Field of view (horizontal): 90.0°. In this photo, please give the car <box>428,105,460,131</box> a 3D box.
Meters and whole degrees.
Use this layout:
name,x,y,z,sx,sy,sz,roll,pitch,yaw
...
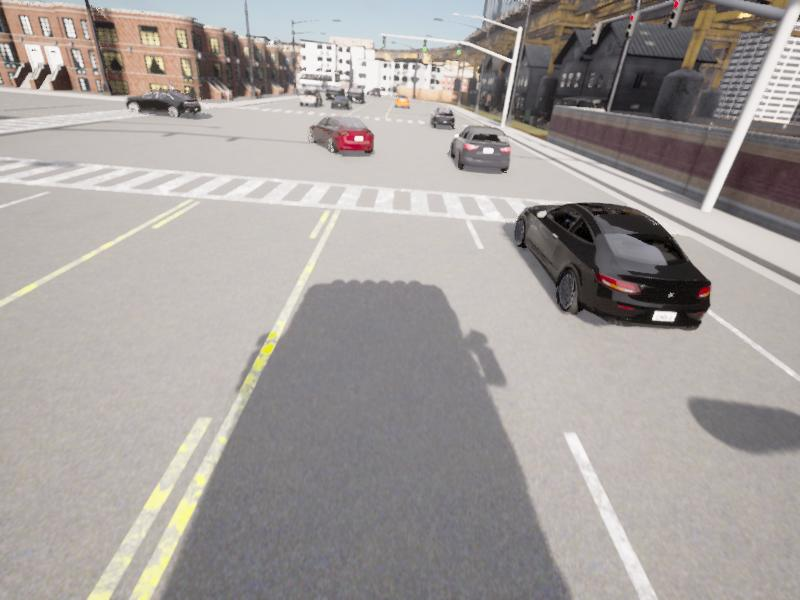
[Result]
name,x,y,z,sx,sy,sz,roll,pitch,yaw
car,3.722,-15.949,34.928,2.128,1.511,4.902,4,28,-2

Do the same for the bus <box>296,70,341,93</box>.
name,x,y,z,sx,sy,sz,roll,pitch,yaw
bus,-19.921,-53.684,98.356,10.273,4.253,3.944,14,29,16

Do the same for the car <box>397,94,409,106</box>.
name,x,y,z,sx,sy,sz,roll,pitch,yaw
car,0.452,-34.336,68.515,1.882,1.535,5.008,4,28,-2

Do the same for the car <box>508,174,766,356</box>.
name,x,y,z,sx,sy,sz,roll,pitch,yaw
car,3.544,-1.023,7.267,1.812,1.442,4.674,4,28,-2

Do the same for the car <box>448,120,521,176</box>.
name,x,y,z,sx,sy,sz,roll,pitch,yaw
car,3.624,-7.068,18.258,2.242,1.667,4.611,4,28,-2

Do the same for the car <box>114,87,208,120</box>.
name,x,y,z,sx,sy,sz,roll,pitch,yaw
car,-15.759,-13.087,26.565,4.902,1.511,2.128,9,29,8

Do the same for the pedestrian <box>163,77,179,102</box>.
name,x,y,z,sx,sy,sz,roll,pitch,yaw
pedestrian,-20.247,-18.621,35.390,0.751,1.860,0.751,-1,29,-12

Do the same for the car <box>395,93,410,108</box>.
name,x,y,z,sx,sy,sz,roll,pitch,yaw
car,0.404,-29.999,60.186,2.097,1.767,4.553,4,28,-2

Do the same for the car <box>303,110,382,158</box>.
name,x,y,z,sx,sy,sz,roll,pitch,yaw
car,-2.925,-8.108,19.365,2.163,1.488,4.792,-11,32,-27

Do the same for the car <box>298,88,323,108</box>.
name,x,y,z,sx,sy,sz,roll,pitch,yaw
car,-10.150,-23.186,45.799,1.932,1.855,4.605,4,28,-2

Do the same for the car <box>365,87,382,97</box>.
name,x,y,z,sx,sy,sz,roll,pitch,yaw
car,-6.321,-49.435,95.125,1.905,1.878,3.866,-22,38,-40

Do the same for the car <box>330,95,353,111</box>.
name,x,y,z,sx,sy,sz,roll,pitch,yaw
car,-6.679,-22.630,45.849,1.994,1.385,4.181,4,28,-2

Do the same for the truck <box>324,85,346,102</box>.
name,x,y,z,sx,sy,sz,roll,pitch,yaw
truck,-10.037,-32.053,62.036,2.390,2.098,6.274,4,28,-2

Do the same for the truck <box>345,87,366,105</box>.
name,x,y,z,sx,sy,sz,roll,pitch,yaw
truck,-6.563,-30.428,59.564,2.390,2.098,6.274,4,28,-2

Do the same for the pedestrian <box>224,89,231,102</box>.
name,x,y,z,sx,sy,sz,roll,pitch,yaw
pedestrian,-17.609,-20.921,40.886,0.500,1.100,0.500,-2,29,-13
